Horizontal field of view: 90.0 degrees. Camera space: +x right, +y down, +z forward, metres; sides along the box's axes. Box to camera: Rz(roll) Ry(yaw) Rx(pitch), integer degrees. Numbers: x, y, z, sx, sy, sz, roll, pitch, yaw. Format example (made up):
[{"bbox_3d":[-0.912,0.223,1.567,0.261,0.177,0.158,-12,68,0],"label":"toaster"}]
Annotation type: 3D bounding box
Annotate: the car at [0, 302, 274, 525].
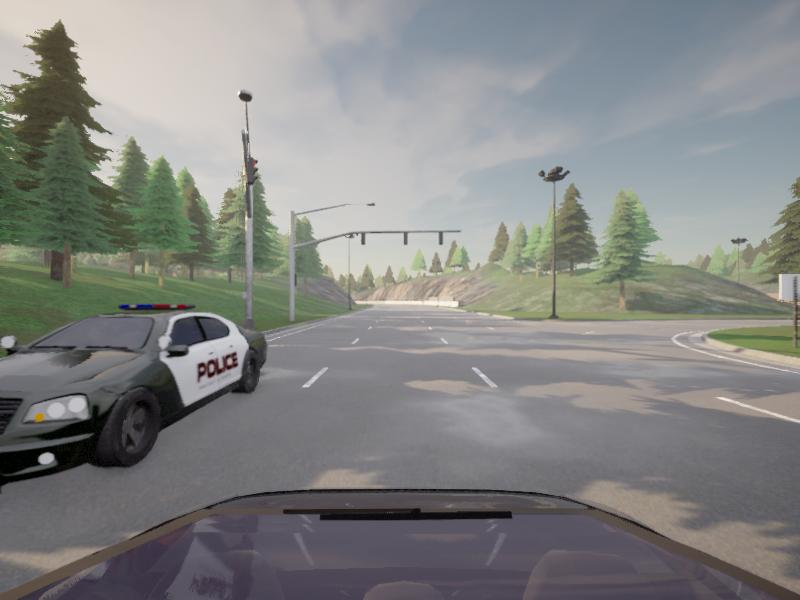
[{"bbox_3d":[-3.500,0.834,5.360,2.038,1.542,4.974,0,0,0],"label":"car"}]
